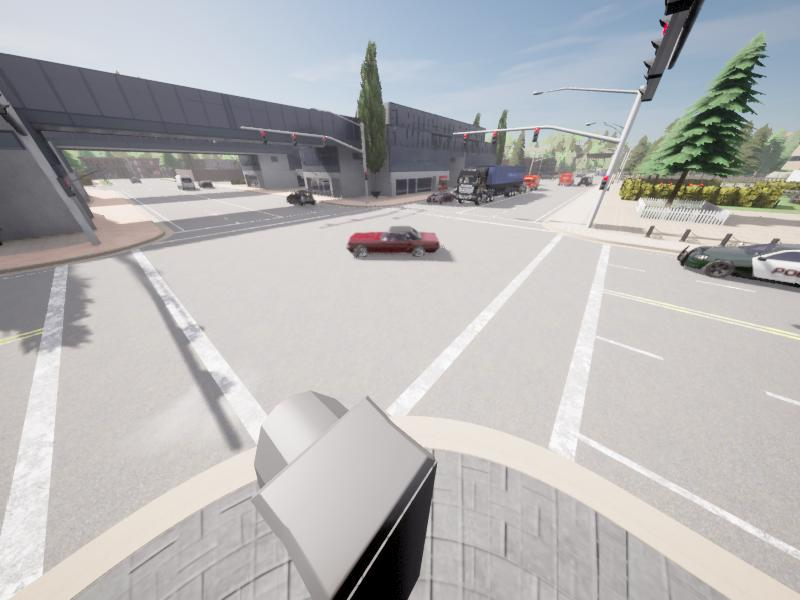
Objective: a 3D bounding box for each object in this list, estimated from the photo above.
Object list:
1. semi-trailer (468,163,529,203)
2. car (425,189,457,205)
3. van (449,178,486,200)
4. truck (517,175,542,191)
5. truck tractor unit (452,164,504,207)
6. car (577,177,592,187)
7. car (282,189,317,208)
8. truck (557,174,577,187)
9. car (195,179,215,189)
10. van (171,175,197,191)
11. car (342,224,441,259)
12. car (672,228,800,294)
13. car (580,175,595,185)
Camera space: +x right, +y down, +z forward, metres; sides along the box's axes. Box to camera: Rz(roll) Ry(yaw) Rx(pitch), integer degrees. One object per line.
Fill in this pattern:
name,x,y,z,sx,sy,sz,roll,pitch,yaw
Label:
semi-trailer,14.688,-17.315,33.577,2.717,4.402,14.254,23,37,34
car,5.162,-13.035,29.215,1.994,1.385,4.181,23,37,34
van,10.010,-16.388,33.962,2.351,2.431,6.366,23,37,34
truck,25.332,-22.807,45.039,2.627,2.467,5.204,23,37,34
truck tractor unit,9.606,-14.194,28.377,3.053,4.208,6.516,23,37,34
car,43.399,-27.869,54.384,1.905,1.878,3.866,23,37,34
car,-11.916,-12.176,27.489,3.988,1.617,1.851,23,37,34
truck,40.125,-28.886,55.574,2.627,2.467,5.204,23,37,34
car,-41.721,-24.850,49.406,5.238,1.638,1.930,25,38,36
van,-43.093,-23.471,46.120,5.915,2.561,1.988,23,37,34
car,-0.389,-3.112,12.100,4.718,1.301,1.895,0,30,0
car,14.717,-1.456,8.997,4.974,1.542,2.038,23,37,34
car,47.949,-30.647,59.042,2.150,2.045,5.566,23,37,34
